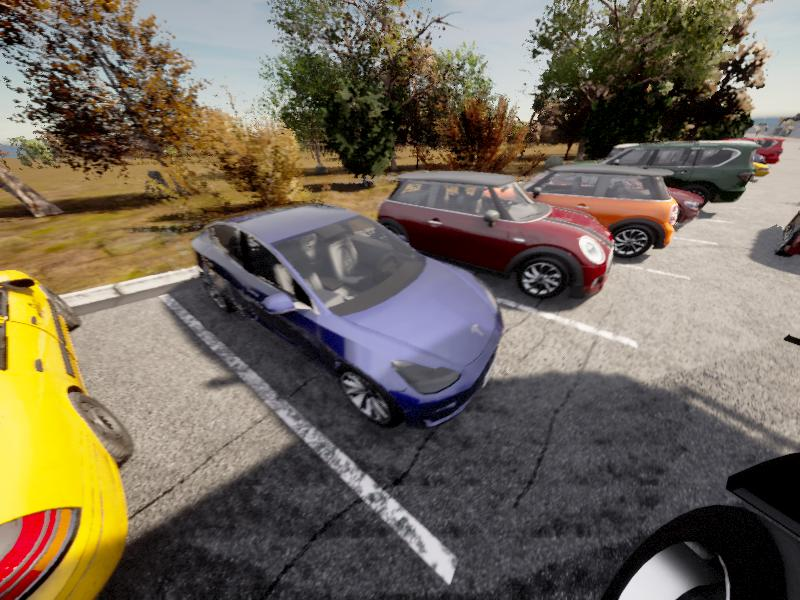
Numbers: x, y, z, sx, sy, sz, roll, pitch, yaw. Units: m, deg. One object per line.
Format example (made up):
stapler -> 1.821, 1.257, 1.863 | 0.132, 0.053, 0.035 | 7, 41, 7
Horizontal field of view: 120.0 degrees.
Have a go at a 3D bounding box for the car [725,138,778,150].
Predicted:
car -> 63.711, -28.355, 42.034 | 4.553, 1.767, 2.185 | 18, 39, 25

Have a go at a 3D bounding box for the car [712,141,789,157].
car -> 45.208, -19.646, 30.054 | 5.008, 1.535, 2.097 | 20, 40, 27

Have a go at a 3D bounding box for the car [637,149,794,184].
car -> 18.892, -8.468, 14.419 | 5.366, 1.575, 1.946 | 21, 40, 29

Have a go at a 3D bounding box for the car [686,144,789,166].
car -> 30.891, -13.509, 21.475 | 4.892, 1.521, 2.231 | 21, 40, 28

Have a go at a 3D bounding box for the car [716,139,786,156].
car -> 47.527, -20.813, 31.474 | 4.553, 1.767, 2.185 | 19, 39, 27

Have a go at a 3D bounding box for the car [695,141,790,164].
car -> 33.322, -14.613, 22.799 | 4.553, 1.767, 2.185 | 21, 40, 28

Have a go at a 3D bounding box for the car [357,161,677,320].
car -> 1.656, -1.672, 4.724 | 4.553, 1.767, 2.185 | 21, 40, 29

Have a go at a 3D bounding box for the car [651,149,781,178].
car -> 21.148, -9.503, 15.928 | 4.792, 1.488, 2.163 | 21, 40, 29

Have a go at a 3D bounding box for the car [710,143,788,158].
car -> 42.875, -18.577, 28.609 | 4.792, 1.488, 2.163 | 20, 39, 27

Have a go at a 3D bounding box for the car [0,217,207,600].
car -> -4.032, 0.648, 1.699 | 5.366, 1.575, 1.946 | 21, 40, 29

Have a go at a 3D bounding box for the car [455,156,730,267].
car -> 4.140, -2.643, 6.078 | 4.553, 1.767, 2.185 | 21, 41, 29

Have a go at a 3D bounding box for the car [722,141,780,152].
car -> 56.838, -24.939, 37.535 | 4.674, 1.452, 2.002 | 18, 39, 26

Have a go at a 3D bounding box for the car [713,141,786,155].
car -> 49.731, -21.810, 33.086 | 5.366, 1.575, 1.946 | 19, 40, 27

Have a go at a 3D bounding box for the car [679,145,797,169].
car -> 28.624, -12.457, 19.991 | 5.366, 1.575, 1.946 | 21, 40, 28

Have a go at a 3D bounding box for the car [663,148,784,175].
car -> 23.635, -10.484, 17.296 | 4.792, 1.488, 2.163 | 21, 40, 29

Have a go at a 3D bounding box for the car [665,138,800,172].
car -> 26.014, -11.726, 18.551 | 5.566, 2.045, 2.435 | 21, 40, 28

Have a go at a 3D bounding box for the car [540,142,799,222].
car -> 8.965, -4.756, 8.815 | 5.566, 2.045, 2.435 | 21, 40, 29

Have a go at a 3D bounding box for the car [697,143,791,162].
car -> 35.706, -15.527, 24.294 | 5.008, 1.535, 2.097 | 21, 40, 28

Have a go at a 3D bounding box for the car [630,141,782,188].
car -> 16.397, -7.680, 12.938 | 4.442, 1.987, 1.878 | 21, 40, 29

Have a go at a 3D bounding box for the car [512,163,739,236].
car -> 6.557, -3.515, 7.582 | 4.674, 1.452, 2.002 | 21, 40, 29

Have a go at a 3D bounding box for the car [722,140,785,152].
car -> 59.291, -26.015, 38.962 | 5.366, 1.575, 1.946 | 18, 39, 25

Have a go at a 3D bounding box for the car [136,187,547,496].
car -> -1.072, -0.395, 3.204 | 4.792, 1.488, 2.163 | 21, 40, 29

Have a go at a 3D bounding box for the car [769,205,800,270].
car -> 10.221, -1.579, 4.873 | 4.181, 1.385, 1.994 | -22, 41, -28

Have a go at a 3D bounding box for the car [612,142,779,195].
car -> 13.960, -6.683, 11.545 | 4.442, 1.987, 1.878 | 21, 40, 29

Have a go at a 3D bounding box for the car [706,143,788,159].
car -> 40.444, -17.559, 27.187 | 4.792, 1.488, 2.163 | 20, 40, 27

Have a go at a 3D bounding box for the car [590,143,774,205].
car -> 11.524, -5.686, 10.153 | 4.442, 1.987, 1.878 | 21, 40, 29

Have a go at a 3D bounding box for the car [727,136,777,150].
car -> 66.043, -29.528, 43.503 | 4.442, 1.987, 1.878 | 17, 38, 25

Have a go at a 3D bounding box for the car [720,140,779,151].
car -> 61.252, -27.211, 40.651 | 5.366, 1.575, 1.946 | 18, 39, 25
